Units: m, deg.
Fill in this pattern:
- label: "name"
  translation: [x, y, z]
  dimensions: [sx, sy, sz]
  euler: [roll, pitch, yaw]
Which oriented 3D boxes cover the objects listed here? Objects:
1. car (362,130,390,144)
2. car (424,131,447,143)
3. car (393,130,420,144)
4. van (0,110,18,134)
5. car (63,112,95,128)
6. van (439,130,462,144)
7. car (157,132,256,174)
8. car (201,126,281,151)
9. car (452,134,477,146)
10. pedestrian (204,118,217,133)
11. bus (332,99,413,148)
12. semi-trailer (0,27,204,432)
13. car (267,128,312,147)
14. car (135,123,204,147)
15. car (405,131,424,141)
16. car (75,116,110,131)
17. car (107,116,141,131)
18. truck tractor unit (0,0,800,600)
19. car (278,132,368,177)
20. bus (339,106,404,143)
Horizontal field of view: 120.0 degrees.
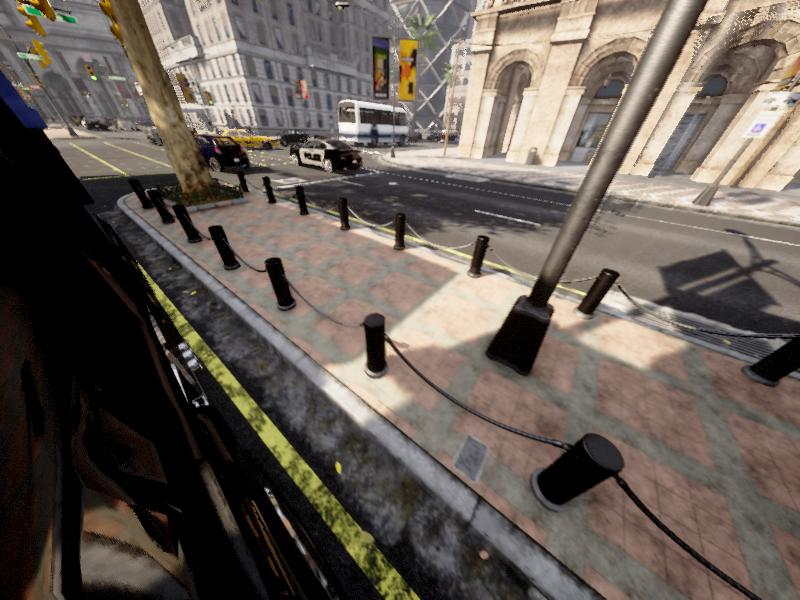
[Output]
- label: "car"
  translation: [-3.519, -24.111, 34.183]
  dimensions: [1.851, 1.617, 3.988]
  euler: [26, 43, 28]
- label: "car"
  translation: [7.063, -32.091, 45.487]
  dimensions: [1.930, 1.638, 5.238]
  euler: [26, 43, 28]
- label: "car"
  translation: [1.169, -27.698, 39.219]
  dimensions: [2.242, 1.667, 4.611]
  euler: [26, 43, 28]
- label: "van"
  translation: [-41.132, -18.021, 23.193]
  dimensions: [4.480, 2.038, 2.069]
  euler: [26, 43, 28]
- label: "car"
  translation: [-53.084, -29.799, 38.209]
  dimensions: [4.605, 1.855, 1.932]
  euler: [25, 42, 26]
- label: "van"
  translation: [9.513, -30.628, 43.374]
  dimensions: [2.069, 2.038, 4.480]
  euler: [26, 43, 28]
- label: "car"
  translation: [-9.783, -7.598, 11.842]
  dimensions: [3.633, 1.501, 1.845]
  euler: [15, 38, 16]
- label: "car"
  translation: [-13.560, -13.942, 20.002]
  dimensions: [5.366, 1.575, 1.801]
  euler: [-19, 42, -26]
- label: "car"
  translation: [11.442, -28.417, 41.022]
  dimensions: [2.163, 1.488, 4.792]
  euler: [26, 43, 28]
- label: "pedestrian"
  translation: [-30.121, -27.732, 36.716]
  dimensions: [0.751, 1.860, 0.751]
  euler: [23, 41, 24]
- label: "bus"
  translation: [-3.011, -22.150, 29.402]
  dimensions: [3.944, 4.253, 10.273]
  euler: [26, 43, 28]
- label: "semi-trailer"
  translation: [-8.831, -3.522, 4.077]
  dimensions: [14.254, 4.402, 2.717]
  euler: [27, 43, 28]
- label: "car"
  translation: [-11.907, -17.693, 25.120]
  dimensions: [1.789, 1.549, 3.705]
  euler: [26, 43, 28]
- label: "car"
  translation: [-20.370, -14.721, 20.600]
  dimensions: [1.789, 1.549, 3.705]
  euler: [26, 42, 28]
- label: "car"
  translation: [2.867, -32.358, 45.652]
  dimensions: [1.845, 1.501, 3.633]
  euler: [26, 43, 28]
- label: "car"
  translation: [-43.963, -25.251, 33.054]
  dimensions: [4.974, 1.542, 2.038]
  euler: [26, 43, 28]
- label: "car"
  translation: [-42.906, -27.414, 35.927]
  dimensions: [5.027, 1.651, 2.152]
  euler: [26, 43, 28]
- label: "truck tractor unit"
  translation: [-2.645, -0.295, 0.351]
  dimensions: [6.516, 4.208, 3.053]
  euler: [28, 44, 30]
- label: "car"
  translation: [-4.435, -8.489, 13.296]
  dimensions: [5.238, 1.638, 1.930]
  euler: [26, 43, 28]
- label: "bus"
  translation: [-4.161, -27.994, 37.106]
  dimensions: [3.944, 4.253, 10.273]
  euler: [26, 43, 28]
